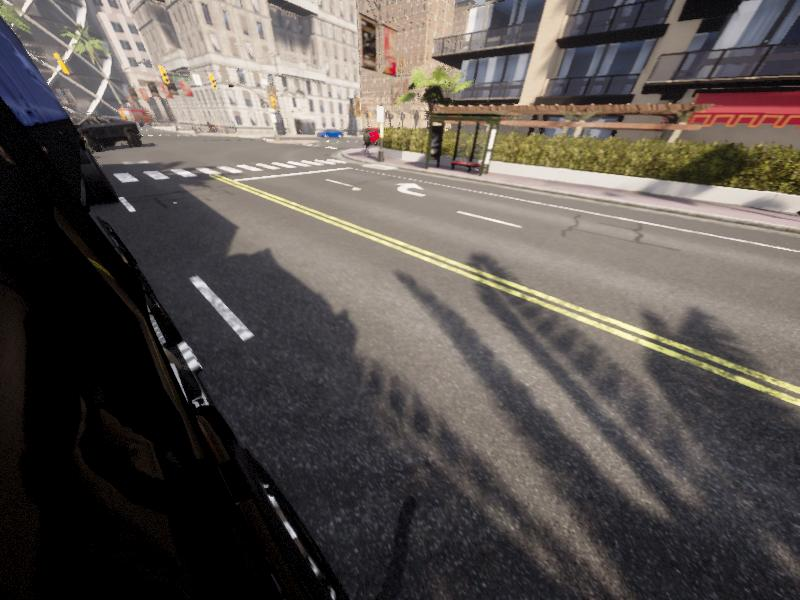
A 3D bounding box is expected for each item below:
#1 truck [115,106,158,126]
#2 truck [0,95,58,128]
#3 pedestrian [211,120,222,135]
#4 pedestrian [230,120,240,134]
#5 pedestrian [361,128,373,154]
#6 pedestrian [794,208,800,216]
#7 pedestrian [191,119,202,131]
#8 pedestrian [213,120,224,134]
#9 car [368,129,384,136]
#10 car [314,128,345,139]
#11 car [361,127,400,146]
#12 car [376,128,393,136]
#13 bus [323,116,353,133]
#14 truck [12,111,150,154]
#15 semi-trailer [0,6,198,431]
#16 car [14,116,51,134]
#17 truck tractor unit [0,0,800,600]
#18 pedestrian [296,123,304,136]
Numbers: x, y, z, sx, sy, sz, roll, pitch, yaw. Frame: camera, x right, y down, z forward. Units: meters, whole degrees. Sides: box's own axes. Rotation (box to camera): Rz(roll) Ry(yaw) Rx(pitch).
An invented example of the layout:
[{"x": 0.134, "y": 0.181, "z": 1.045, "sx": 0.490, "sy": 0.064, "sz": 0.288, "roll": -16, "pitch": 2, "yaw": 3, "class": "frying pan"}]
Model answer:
[{"x": -70.762, "y": -49.637, "z": 62.427, "sx": 2.891, "sy": 3.827, "sz": 8.468, "roll": -6, "pitch": 38, "yaw": -11, "class": "truck"}, {"x": -61.022, "y": -31.135, "z": 38.293, "sx": 8.468, "sy": 3.827, "sz": 2.891, "roll": 31, "pitch": 45, "yaw": 33, "class": "truck"}, {"x": -29.340, "y": -27.631, "z": 36.928, "sx": 0.751, "sy": 1.860, "sz": 0.751, "roll": -27, "pitch": 46, "yaw": -34, "class": "pedestrian"}, {"x": -28.119, "y": -29.340, "z": 39.290, "sx": 0.751, "sy": 1.860, "sz": 0.751, "roll": -21, "pitch": 43, "yaw": -28, "class": "pedestrian"}, {"x": -2.897, "y": -14.059, "z": 20.428, "sx": 0.751, "sy": 1.860, "sz": 0.751, "roll": 11, "pitch": 38, "yaw": 11, "class": "pedestrian"}, {"x": 14.626, "y": -3.603, "z": 7.538, "sx": 0.751, "sy": 1.860, "sz": 0.751, "roll": 27, "pitch": 43, "yaw": 29, "class": "pedestrian"}, {"x": -38.584, "y": -33.160, "z": 43.746, "sx": 0.751, "sy": 1.860, "sz": 0.751, "roll": 29, "pitch": 44, "yaw": 30, "class": "pedestrian"}, {"x": -30.755, "y": -29.381, "z": 39.181, "sx": 0.751, "sy": 1.860, "sz": 0.751, "roll": 28, "pitch": 44, "yaw": 30, "class": "pedestrian"}, {"x": -6.921, "y": -49.241, "z": 67.803, "sx": 4.514, "sy": 1.525, "sz": 2.007, "roll": 27, "pitch": 43, "yaw": 29, "class": "car"}, {"x": -12.615, "y": -30.054, "z": 41.778, "sx": 1.882, "sy": 1.535, "sz": 5.008, "roll": 27, "pitch": 43, "yaw": 29, "class": "car"}, {"x": -2.611, "y": -23.076, "z": 32.644, "sx": 2.150, "sy": 2.045, "sz": 5.566, "roll": 27, "pitch": 43, "yaw": 29, "class": "car"}, {"x": -4.677, "y": -50.880, "z": 70.012, "sx": 4.611, "sy": 1.667, "sz": 2.242, "roll": 26, "pitch": 43, "yaw": 28, "class": "car"}, {"x": -21.328, "y": -60.617, "z": 79.843, "sx": 10.273, "sy": 4.253, "sz": 3.944, "roll": 28, "pitch": 43, "yaw": 29, "class": "bus"}, {"x": -22.439, "y": -12.315, "z": 16.970, "sx": 2.390, "sy": 2.098, "sz": 6.274, "roll": -6, "pitch": 38, "yaw": -10, "class": "truck"}, {"x": -8.524, "y": -3.715, "z": 4.396, "sx": 14.254, "sy": 4.402, "sz": 2.717, "roll": 30, "pitch": 45, "yaw": 32, "class": "semi-trailer"}, {"x": -44.190, "y": -21.119, "z": 27.845, "sx": 3.705, "sy": 1.549, "sz": 1.789, "roll": 28, "pitch": 43, "yaw": 30, "class": "car"}, {"x": -2.645, "y": -0.295, "z": 0.352, "sx": 6.516, "sy": 4.208, "sz": 3.053, "roll": 28, "pitch": 44, "yaw": 30, "class": "truck tractor unit"}, {"x": -18.945, "y": -32.228, "z": 43.726, "sx": 0.751, "sy": 1.860, "sz": 0.751, "roll": -20, "pitch": 42, "yaw": -27, "class": "pedestrian"}]
